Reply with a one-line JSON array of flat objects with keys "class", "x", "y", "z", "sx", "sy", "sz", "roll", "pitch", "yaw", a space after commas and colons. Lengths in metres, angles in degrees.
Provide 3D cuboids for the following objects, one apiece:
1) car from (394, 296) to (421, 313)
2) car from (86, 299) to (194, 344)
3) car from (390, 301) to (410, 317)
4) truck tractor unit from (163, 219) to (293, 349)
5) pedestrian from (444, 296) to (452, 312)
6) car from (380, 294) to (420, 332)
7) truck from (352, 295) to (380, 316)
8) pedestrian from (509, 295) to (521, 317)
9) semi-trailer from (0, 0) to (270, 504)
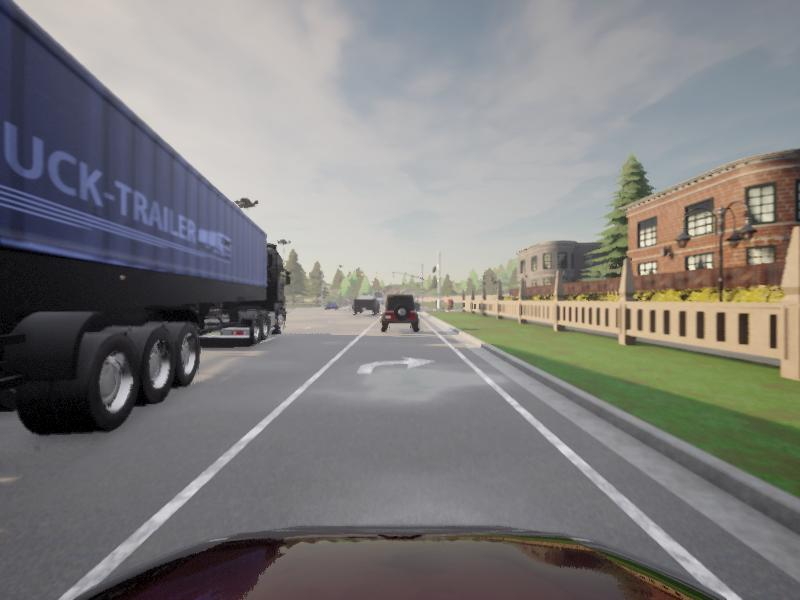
[{"class": "car", "x": 1.096, "y": 0.559, "z": 53.470, "sx": 2.150, "sy": 2.045, "sz": 5.566, "roll": 0, "pitch": 0, "yaw": 17}, {"class": "car", "x": -10.496, "y": 0.785, "z": 16.559, "sx": 1.851, "sy": 1.617, "sz": 3.988, "roll": 0, "pitch": 0, "yaw": 0}, {"class": "car", "x": 0.002, "y": 0.847, "z": 39.544, "sx": 1.970, "sy": 1.475, "sz": 3.806, "roll": 0, "pitch": 0, "yaw": 0}, {"class": "truck tractor unit", "x": -6.478, "y": -0.525, "z": 16.335, "sx": 3.053, "sy": 4.208, "sz": 6.516, "roll": 0, "pitch": 0, "yaw": -6}, {"class": "pedestrian", "x": 5.955, "y": 0.477, "z": 49.166, "sx": 0.751, "sy": 1.860, "sz": 0.751, "roll": 0, "pitch": 0, "yaw": 31}, {"class": "car", "x": 0.001, "y": 0.642, "z": 21.406, "sx": 1.905, "sy": 1.878, "sz": 3.866, "roll": 0, "pitch": 0, "yaw": 0}, {"class": "truck", "x": -3.552, "y": 0.535, "z": 43.192, "sx": 2.390, "sy": 2.098, "sz": 6.274, "roll": 0, "pitch": 0, "yaw": 1}, {"class": "pedestrian", "x": 9.544, "y": 0.479, "z": 33.277, "sx": 0.751, "sy": 1.860, "sz": 0.751, "roll": 0, "pitch": 0, "yaw": 0}, {"class": "semi-trailer", "x": -5.332, "y": -0.621, "z": 8.503, "sx": 2.717, "sy": 4.402, "sz": 14.254, "roll": 0, "pitch": 0, "yaw": -9}]
